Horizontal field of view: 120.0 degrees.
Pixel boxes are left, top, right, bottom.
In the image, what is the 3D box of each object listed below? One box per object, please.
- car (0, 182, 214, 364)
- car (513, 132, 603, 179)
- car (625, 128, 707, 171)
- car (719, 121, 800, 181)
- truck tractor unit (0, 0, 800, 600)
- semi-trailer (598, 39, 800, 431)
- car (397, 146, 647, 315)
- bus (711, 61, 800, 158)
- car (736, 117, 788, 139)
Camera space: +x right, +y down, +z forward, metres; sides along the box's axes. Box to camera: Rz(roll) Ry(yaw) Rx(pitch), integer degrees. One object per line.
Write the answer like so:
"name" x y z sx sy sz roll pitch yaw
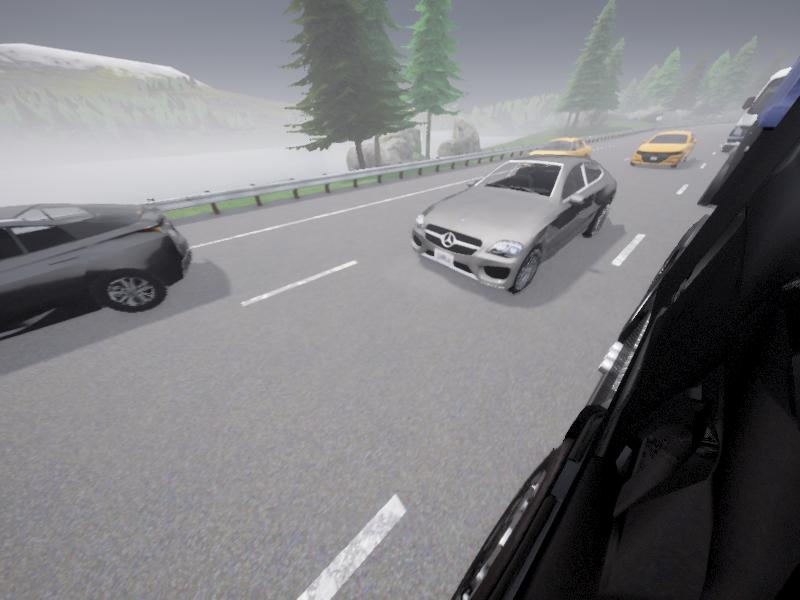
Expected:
"car" -5.630 -0.260 3.045 4.514 1.525 2.007 -28 44 -30
"car" 8.434 -7.795 12.261 5.366 1.575 1.801 -28 44 -30
"car" 14.598 -8.333 12.656 5.008 1.535 1.882 -28 44 -30
"car" 16.367 -6.639 10.070 4.553 1.767 2.097 -28 44 -30
"truck tractor unit" 2.645 -0.295 0.351 6.516 4.208 3.053 -28 44 -30
"semi-trailer" 8.716 -3.580 4.229 14.254 4.402 2.717 -28 44 -30
"car" 2.595 -1.948 4.742 5.027 1.651 2.152 -28 44 -30
"bus" 25.763 -12.591 15.433 10.273 4.253 3.944 -28 44 -30
"car" 37.808 -18.081 24.234 4.611 1.667 2.242 -28 44 -30
